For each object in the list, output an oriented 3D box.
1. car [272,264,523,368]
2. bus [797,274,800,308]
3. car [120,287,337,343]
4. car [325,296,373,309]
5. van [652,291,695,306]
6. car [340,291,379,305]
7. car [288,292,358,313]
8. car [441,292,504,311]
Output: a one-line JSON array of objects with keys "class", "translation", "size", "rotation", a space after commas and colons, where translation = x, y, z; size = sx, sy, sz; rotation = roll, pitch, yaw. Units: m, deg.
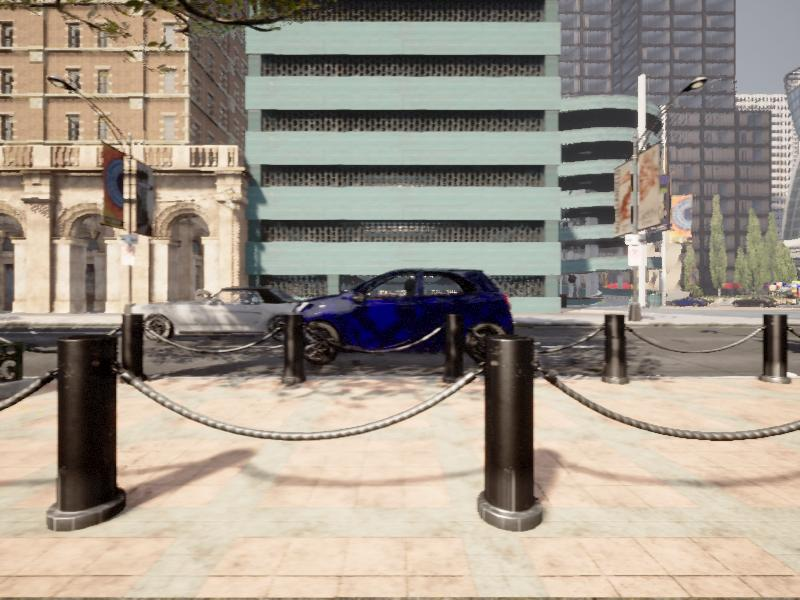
[{"class": "car", "translation": [-0.036, 0.227, 6.702], "size": [3.633, 1.501, 1.845], "rotation": [0, 0, 0]}, {"class": "bus", "translation": [52.542, -1.117, 45.798], "size": [3.944, 4.253, 10.273], "rotation": [0, 0, 1]}, {"class": "car", "translation": [-4.124, 0.342, 10.199], "size": [4.718, 1.301, 1.895], "rotation": [0, 0, 0]}, {"class": "car", "translation": [-5.165, 0.204, 41.119], "size": [4.718, 1.301, 1.895], "rotation": [0, 0, 0]}, {"class": "van", "translation": [48.749, -0.279, 71.451], "size": [1.988, 2.561, 5.915], "rotation": [0, 0, -36]}, {"class": "car", "translation": [-6.020, -0.231, 59.617], "size": [5.566, 2.045, 2.435], "rotation": [0, 0, 0]}, {"class": "car", "translation": [-5.566, 0.154, 29.518], "size": [4.786, 1.482, 2.161], "rotation": [0, 0, 0]}, {"class": "car", "translation": [6.020, 0.119, 33.650], "size": [4.902, 1.511, 2.128], "rotation": [0, 0, 0]}]
